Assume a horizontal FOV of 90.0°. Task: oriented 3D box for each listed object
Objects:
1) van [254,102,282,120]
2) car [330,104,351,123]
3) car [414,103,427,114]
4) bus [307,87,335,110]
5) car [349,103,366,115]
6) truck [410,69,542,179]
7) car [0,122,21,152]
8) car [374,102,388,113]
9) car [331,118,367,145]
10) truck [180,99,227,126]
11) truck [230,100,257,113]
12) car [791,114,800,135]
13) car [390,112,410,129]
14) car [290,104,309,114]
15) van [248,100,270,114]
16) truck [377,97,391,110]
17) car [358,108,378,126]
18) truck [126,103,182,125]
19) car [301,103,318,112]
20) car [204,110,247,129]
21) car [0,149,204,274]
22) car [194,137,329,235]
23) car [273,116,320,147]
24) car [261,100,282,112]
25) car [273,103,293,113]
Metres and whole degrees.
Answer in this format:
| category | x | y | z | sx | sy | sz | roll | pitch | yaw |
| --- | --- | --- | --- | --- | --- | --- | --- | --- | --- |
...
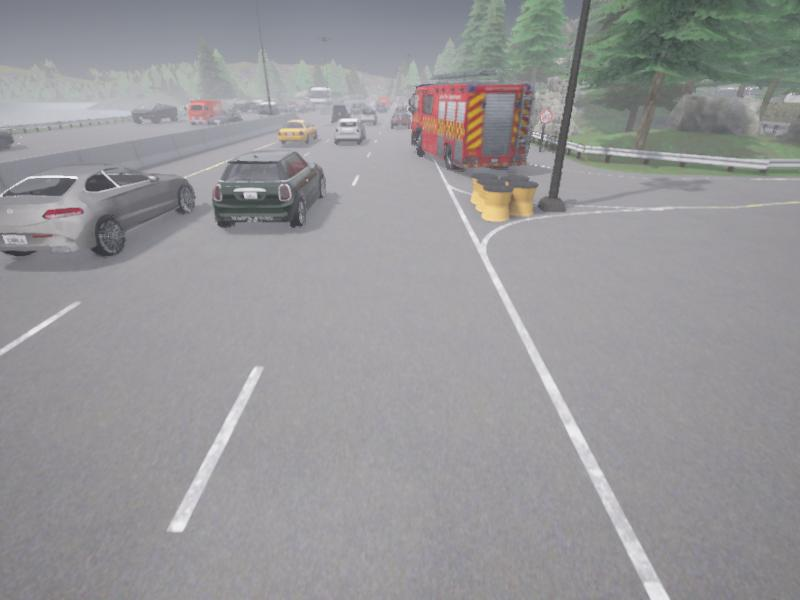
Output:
| category | x | y | z | sx | sy | sz | roll | pitch | yaw |
| --- | --- | --- | --- | --- | --- | --- | --- | --- | --- |
| van | -17.462 | -25.121 | 53.133 | 2.069 | 2.038 | 4.480 | 0 | 27 | 0 |
| car | -6.960 | -22.005 | 47.236 | 1.905 | 1.878 | 3.866 | 0 | 27 | 0 |
| car | 3.559 | -33.537 | 69.989 | 2.038 | 1.542 | 4.974 | 0 | 27 | 0 |
| bus | -17.303 | -44.646 | 88.591 | 3.944 | 4.253 | 10.273 | 0 | 27 | 0 |
| car | -6.943 | -31.177 | 65.272 | 2.242 | 1.667 | 4.611 | 0 | 27 | 0 |
| truck | 2.934 | -8.606 | 19.120 | 2.891 | 3.827 | 8.468 | -6 | 28 | -11 |
| car | -24.570 | -8.949 | 22.312 | 2.038 | 1.542 | 4.974 | 0 | 27 | -1 |
| car | -3.438 | -35.005 | 72.843 | 2.242 | 1.667 | 4.611 | 0 | 27 | 0 |
| car | -3.477 | -11.893 | 28.064 | 1.970 | 1.475 | 3.806 | 0 | 27 | 0 |
| truck | -21.282 | -20.498 | 43.699 | 2.627 | 2.467 | 5.204 | -2 | 27 | -3 |
| truck | -27.938 | -34.740 | 71.733 | 2.390 | 2.098 | 6.274 | 0 | 27 | 0 |
| car | 33.722 | -13.432 | 30.940 | 1.882 | 1.535 | 5.008 | 0 | 27 | 0 |
| car | 0.033 | -18.122 | 40.345 | 1.895 | 1.301 | 4.718 | 0 | 27 | 0 |
| car | -17.440 | -33.237 | 69.528 | 2.128 | 1.511 | 4.902 | 0 | 27 | 0 |
| van | -24.440 | -33.492 | 69.385 | 2.069 | 2.038 | 4.480 | 0 | 27 | 0 |
| truck | -3.425 | -42.592 | 86.542 | 2.627 | 2.467 | 5.204 | 0 | 27 | 0 |
| car | -3.462 | -20.400 | 44.429 | 1.851 | 1.617 | 3.988 | 0 | 27 | 0 |
| truck | -27.961 | -21.352 | 45.763 | 2.390 | 2.098 | 6.274 | 0 | 27 | 0 |
| car | -17.435 | -37.018 | 76.901 | 2.033 | 1.411 | 5.357 | 0 | 27 | 0 |
| car | -17.468 | -18.202 | 40.282 | 2.128 | 1.511 | 4.902 | 0 | 27 | 0 |
| car | -6.997 | -2.373 | 9.438 | 2.152 | 1.651 | 5.027 | 0 | 27 | 0 |
| car | -3.495 | -3.408 | 11.255 | 2.097 | 1.767 | 4.553 | 0 | 27 | 0 |
| car | -6.979 | -11.711 | 27.602 | 1.801 | 1.575 | 5.366 | 0 | 27 | 0 |
| car | -24.434 | -37.008 | 76.202 | 2.150 | 2.045 | 5.566 | 0 | 27 | 0 |
| car | -20.939 | -34.510 | 71.840 | 2.038 | 1.542 | 4.974 | 0 | 27 | 0 |
